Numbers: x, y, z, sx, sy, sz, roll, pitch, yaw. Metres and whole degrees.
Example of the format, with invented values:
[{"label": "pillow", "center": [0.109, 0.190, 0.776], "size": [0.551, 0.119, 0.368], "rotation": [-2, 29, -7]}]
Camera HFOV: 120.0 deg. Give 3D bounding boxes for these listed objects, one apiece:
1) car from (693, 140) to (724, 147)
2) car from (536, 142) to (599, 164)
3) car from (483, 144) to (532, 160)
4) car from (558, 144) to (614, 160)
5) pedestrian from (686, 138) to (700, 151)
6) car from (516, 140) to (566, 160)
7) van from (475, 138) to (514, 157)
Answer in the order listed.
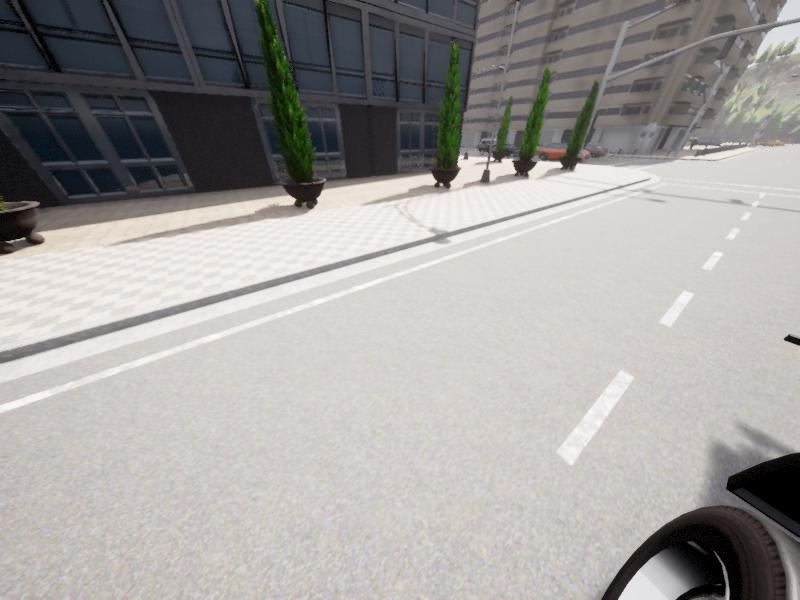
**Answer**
[{"label": "car", "center": [81.467, -41.442, 61.084], "size": [1.812, 1.442, 4.674], "rotation": [-21, 40, -27]}, {"label": "car", "center": [17.066, -15.263, 23.856], "size": [2.097, 1.767, 4.553], "rotation": [-21, 40, -27]}, {"label": "car", "center": [13.139, -18.437, 28.635], "size": [2.128, 1.511, 4.902], "rotation": [-22, 40, -27]}, {"label": "car", "center": [22.264, -17.908, 27.889], "size": [1.812, 1.442, 4.674], "rotation": [-22, 41, -27]}, {"label": "pedestrian", "center": [50.207, -26.639, 39.558], "size": [0.751, 1.860, 0.751], "rotation": [-29, 44, -34]}, {"label": "car", "center": [17.294, -18.677, 28.632], "size": [1.932, 1.855, 4.605], "rotation": [-22, 40, -28]}, {"label": "van", "center": [13.445, -21.952, 33.166], "size": [2.069, 2.038, 4.480], "rotation": [-22, 40, -28]}]
